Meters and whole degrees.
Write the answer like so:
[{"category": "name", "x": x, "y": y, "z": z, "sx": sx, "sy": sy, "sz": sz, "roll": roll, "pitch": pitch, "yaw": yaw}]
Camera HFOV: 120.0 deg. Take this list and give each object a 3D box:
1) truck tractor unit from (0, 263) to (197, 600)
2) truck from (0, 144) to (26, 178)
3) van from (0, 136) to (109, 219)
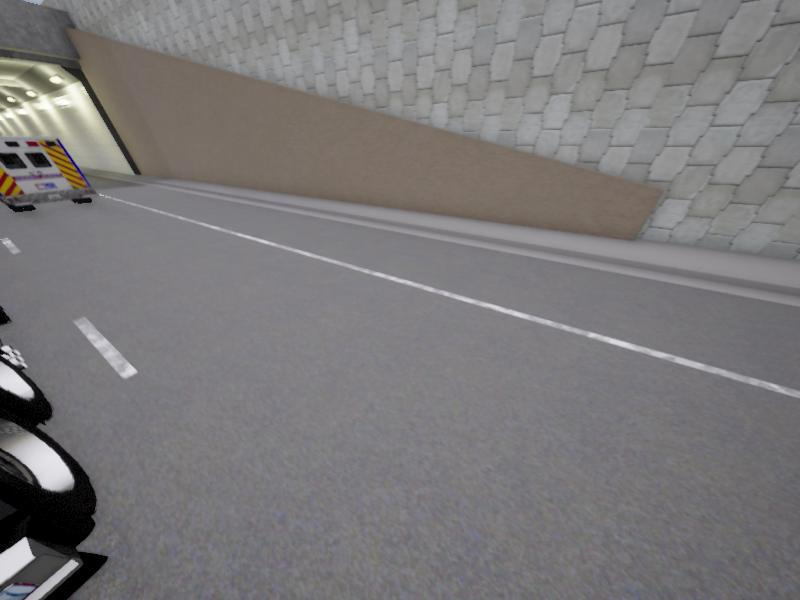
[{"category": "truck tractor unit", "x": -5.114, "y": -0.298, "z": 0.782, "sx": 6.516, "sy": 4.208, "sz": 3.053, "roll": 18, "pitch": 39, "yaw": 24}, {"category": "truck", "x": -34.743, "y": -12.118, "z": 18.369, "sx": 8.468, "sy": 3.827, "sz": 2.891, "roll": 18, "pitch": 39, "yaw": 24}, {"category": "van", "x": -16.001, "y": -5.431, "z": 9.820, "sx": 6.366, "sy": 2.431, "sz": 2.351, "roll": 18, "pitch": 39, "yaw": 24}]
